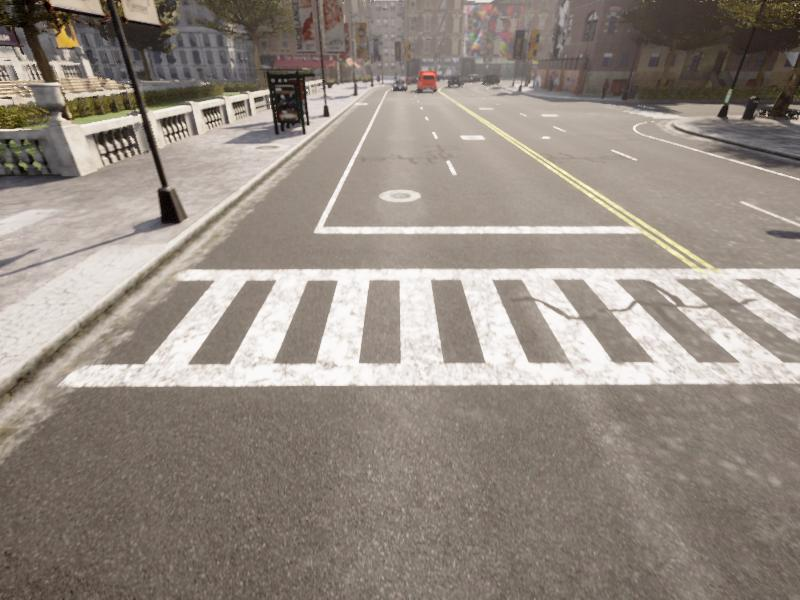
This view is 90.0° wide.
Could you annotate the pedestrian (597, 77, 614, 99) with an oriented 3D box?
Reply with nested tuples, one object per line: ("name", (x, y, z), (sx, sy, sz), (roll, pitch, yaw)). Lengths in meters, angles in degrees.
("pedestrian", (19.878, -20.524, 38.788), (0.751, 1.860, 0.751), (-12, 33, -20))

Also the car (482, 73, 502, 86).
("car", (16.379, -39.349, 71.218), (1.932, 1.855, 4.605), (16, 34, 26))

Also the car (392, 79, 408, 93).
("car", (0.022, -28.683, 53.505), (1.970, 1.475, 3.806), (0, 30, 1))

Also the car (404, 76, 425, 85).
("car", (2.767, -40.887, 74.399), (1.895, 1.301, 4.718), (16, 34, 25))

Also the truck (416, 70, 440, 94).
("truck", (3.509, -28.083, 51.415), (2.627, 2.467, 5.204), (0, 30, 0))

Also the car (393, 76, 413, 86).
("car", (0.603, -38.268, 69.784), (2.002, 1.452, 4.674), (10, 32, 17))

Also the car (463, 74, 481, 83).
("car", (14.451, -44.249, 80.050), (1.970, 1.475, 3.806), (20, 36, 31))

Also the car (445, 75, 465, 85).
("car", (10.212, -40.849, 74.190), (2.007, 1.525, 4.514), (16, 34, 26))

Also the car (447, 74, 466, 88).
("car", (9.121, -35.342, 64.384), (1.932, 1.855, 4.605), (10, 32, 16))
